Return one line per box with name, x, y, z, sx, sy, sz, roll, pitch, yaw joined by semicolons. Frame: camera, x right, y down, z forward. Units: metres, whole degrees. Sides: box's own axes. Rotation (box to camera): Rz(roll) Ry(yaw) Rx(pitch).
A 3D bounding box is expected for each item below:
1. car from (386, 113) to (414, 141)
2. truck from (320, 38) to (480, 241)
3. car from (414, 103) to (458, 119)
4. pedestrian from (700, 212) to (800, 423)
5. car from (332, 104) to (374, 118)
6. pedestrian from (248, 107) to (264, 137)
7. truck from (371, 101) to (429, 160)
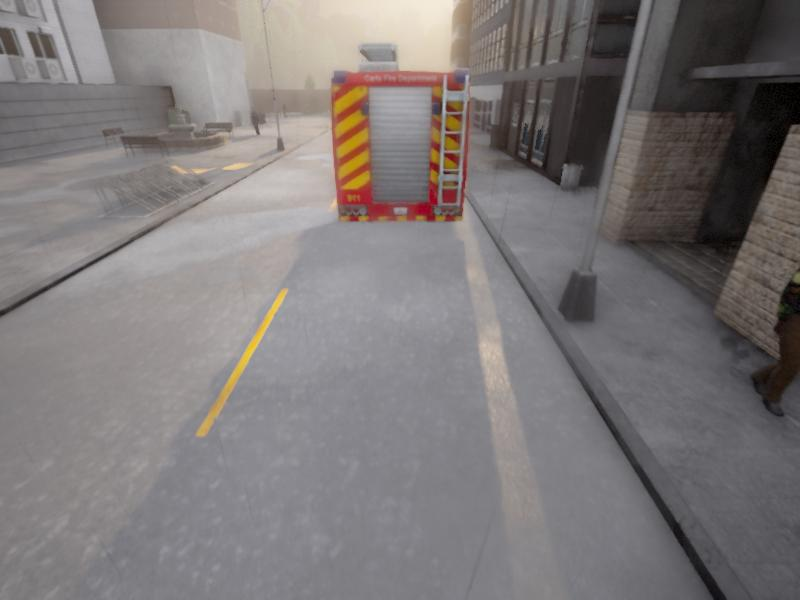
car;0.001;-12.498;28.705;1.837;1.490;4.892;0;28;0
truck;0.007;-4.991;11.855;2.891;3.827;8.468;0;28;0
car;4.429;-23.341;49.355;4.974;1.542;2.038;-8;29;-14
pedestrian;3.785;0.190;3.783;0.751;1.860;0.751;0;28;0
car;-5.876;-23.847;50.361;5.008;1.535;1.882;0;28;0
pedestrian;-10.181;-12.608;28.319;0.751;1.860;0.751;-5;28;-9
truck;0.001;-9.149;21.257;2.627;2.467;5.204;0;28;0
